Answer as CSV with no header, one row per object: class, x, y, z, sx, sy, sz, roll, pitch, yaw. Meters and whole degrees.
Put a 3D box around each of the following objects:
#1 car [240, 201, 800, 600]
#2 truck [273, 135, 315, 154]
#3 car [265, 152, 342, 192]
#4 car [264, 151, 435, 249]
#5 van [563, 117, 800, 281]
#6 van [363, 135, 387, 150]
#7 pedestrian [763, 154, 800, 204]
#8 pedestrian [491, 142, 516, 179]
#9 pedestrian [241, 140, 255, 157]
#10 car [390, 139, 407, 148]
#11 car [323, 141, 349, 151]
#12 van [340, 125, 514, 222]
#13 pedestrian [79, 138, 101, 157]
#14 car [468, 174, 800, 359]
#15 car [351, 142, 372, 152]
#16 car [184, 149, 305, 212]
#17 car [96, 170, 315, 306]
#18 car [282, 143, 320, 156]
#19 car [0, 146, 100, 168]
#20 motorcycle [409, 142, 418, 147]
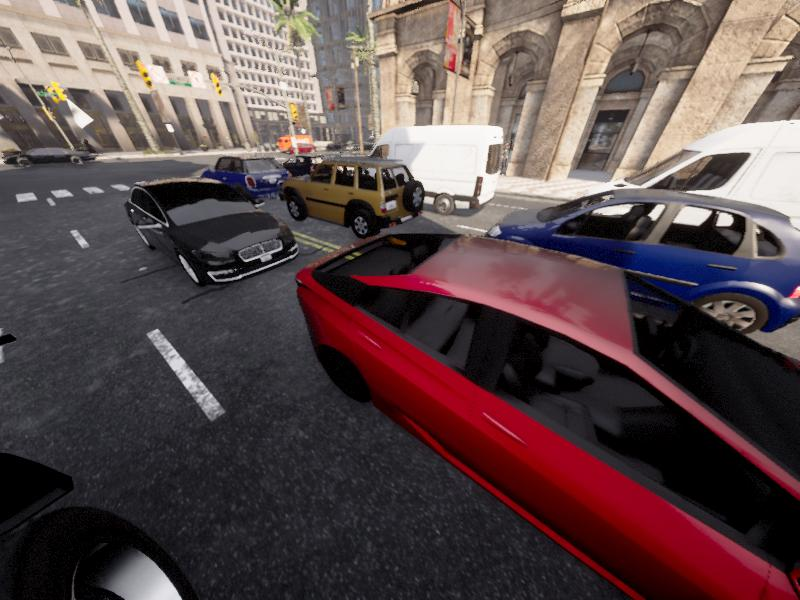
car,1.107,0.470,1.932,4.514,1.525,2.007,22,41,28
truck,-17.323,-25.632,38.043,2.627,2.467,5.204,22,41,28
car,-5.190,-7.030,12.533,3.633,1.501,1.845,23,41,28
car,-1.550,-3.228,6.858,4.605,1.855,1.932,22,41,28
van,7.530,-2.244,4.951,5.915,2.561,1.988,22,41,28
van,-5.456,-35.242,51.672,1.988,2.561,5.915,23,41,28
pedestrian,15.682,-4.838,8.974,0.751,1.860,0.751,24,42,30
pedestrian,6.350,-8.598,14.247,0.751,1.860,0.751,29,44,34
pedestrian,-20.273,-20.280,30.910,0.751,1.860,0.751,21,40,27
car,-0.377,-42.110,62.148,2.185,1.767,4.553,22,41,28
car,-13.169,-31.744,47.611,2.163,1.488,4.792,22,41,28
van,0.679,-5.055,8.895,5.915,2.561,1.988,22,41,28
pedestrian,-37.382,-18.401,27.859,0.751,1.860,0.751,22,41,28
car,3.572,-1.017,3.990,3.988,1.617,1.851,22,41,28
car,-7.398,-29.749,44.819,1.970,1.475,3.806,22,41,28
car,-6.508,-5.208,9.707,4.553,1.767,2.097,22,41,28
car,-4.352,-1.774,5.108,4.892,1.490,1.837,23,41,28
car,-15.262,-23.414,35.766,2.163,1.488,4.792,22,41,28
car,-32.179,-13.223,21.255,2.033,1.411,5.357,22,41,28
motorcycle,3.945,-45.291,67.188,2.356,1.277,0.764,-15,38,-20
